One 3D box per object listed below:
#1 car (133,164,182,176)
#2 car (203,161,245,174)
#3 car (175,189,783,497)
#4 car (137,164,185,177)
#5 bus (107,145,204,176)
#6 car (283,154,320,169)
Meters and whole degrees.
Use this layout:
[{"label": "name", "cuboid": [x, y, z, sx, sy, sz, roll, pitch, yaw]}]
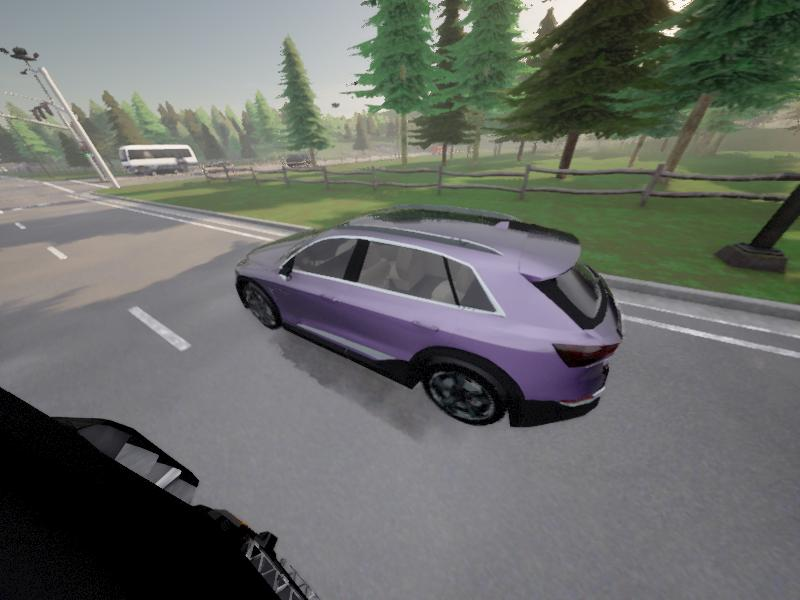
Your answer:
[{"label": "car", "cuboid": [-40.631, -21.892, 38.885, 2.033, 1.411, 5.357, 16, 37, 25]}, {"label": "car", "cuboid": [-28.311, -21.445, 37.312, 1.837, 1.490, 4.892, 16, 37, 25]}, {"label": "car", "cuboid": [-0.218, -0.327, 3.048, 4.856, 1.649, 2.033, 16, 37, 26]}, {"label": "car", "cuboid": [-37.919, -20.749, 36.868, 1.837, 1.490, 4.892, 16, 37, 25]}, {"label": "bus", "cuboid": [-42.605, -24.926, 41.043, 3.944, 4.253, 10.273, 16, 37, 25]}, {"label": "car", "cuboid": [-17.418, -24.793, 41.221, 2.150, 2.045, 5.566, 16, 37, 26]}]
